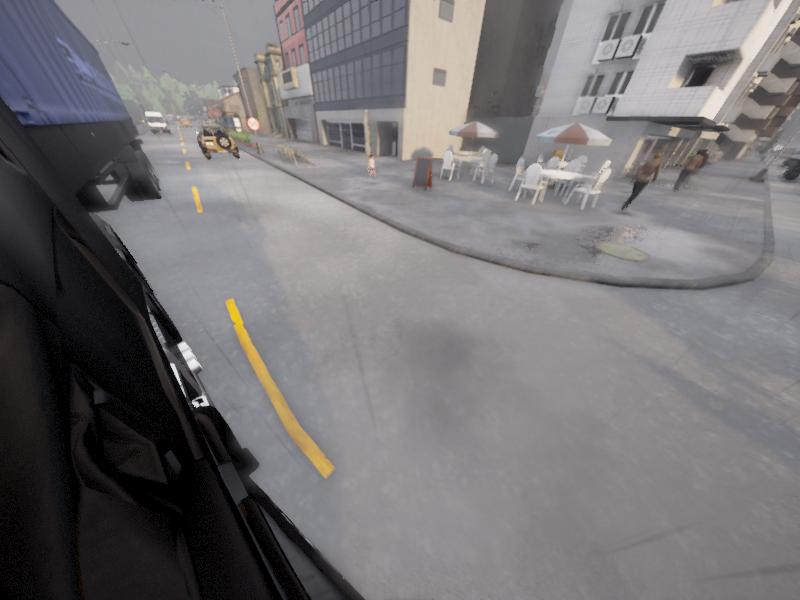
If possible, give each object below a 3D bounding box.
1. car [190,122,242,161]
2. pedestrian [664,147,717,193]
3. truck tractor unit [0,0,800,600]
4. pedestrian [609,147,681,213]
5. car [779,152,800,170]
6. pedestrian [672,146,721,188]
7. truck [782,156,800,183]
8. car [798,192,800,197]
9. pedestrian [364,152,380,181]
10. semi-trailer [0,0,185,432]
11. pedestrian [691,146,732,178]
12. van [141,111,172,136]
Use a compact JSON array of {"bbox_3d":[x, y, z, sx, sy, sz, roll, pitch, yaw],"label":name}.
[{"bbox_3d":[-12.874,-11.142,16.133,1.932,1.855,4.605,-23,44,-30],"label":"car"},{"bbox_3d":[14.122,-6.369,11.331,0.751,1.860,0.751,30,44,31],"label":"pedestrian"},{"bbox_3d":[-2.645,-0.295,0.352,6.516,4.208,3.053,28,44,30],"label":"truck tractor unit"},{"bbox_3d":[8.271,-4.082,7.892,0.751,1.860,0.751,-18,42,-26],"label":"pedestrian"},{"bbox_3d":[49.262,-17.186,28.486,5.238,1.638,1.930,-23,44,-30],"label":"car"},{"bbox_3d":[16.229,-7.308,12.722,0.751,1.860,0.751,28,44,30],"label":"pedestrian"},{"bbox_3d":[33.048,-10.492,18.099,6.274,2.098,2.390,-23,44,-30],"label":"truck"},{"bbox_3d":[21.772,-5.496,11.150,5.008,1.535,1.882,-23,44,-30],"label":"car"},{"bbox_3d":[-1.305,-6.172,10.688,0.500,1.100,0.500,-26,45,-32],"label":"pedestrian"},{"bbox_3d":[-7.924,-4.046,4.856,2.717,4.402,14.254,-25,45,-32],"label":"semi-trailer"},{"bbox_3d":[22.024,-9.770,16.392,0.751,1.860,0.751,25,42,27],"label":"pedestrian"},{"bbox_3d":[-34.409,-25.139,32.859,1.988,2.561,5.915,-23,44,-30],"label":"van"}]
